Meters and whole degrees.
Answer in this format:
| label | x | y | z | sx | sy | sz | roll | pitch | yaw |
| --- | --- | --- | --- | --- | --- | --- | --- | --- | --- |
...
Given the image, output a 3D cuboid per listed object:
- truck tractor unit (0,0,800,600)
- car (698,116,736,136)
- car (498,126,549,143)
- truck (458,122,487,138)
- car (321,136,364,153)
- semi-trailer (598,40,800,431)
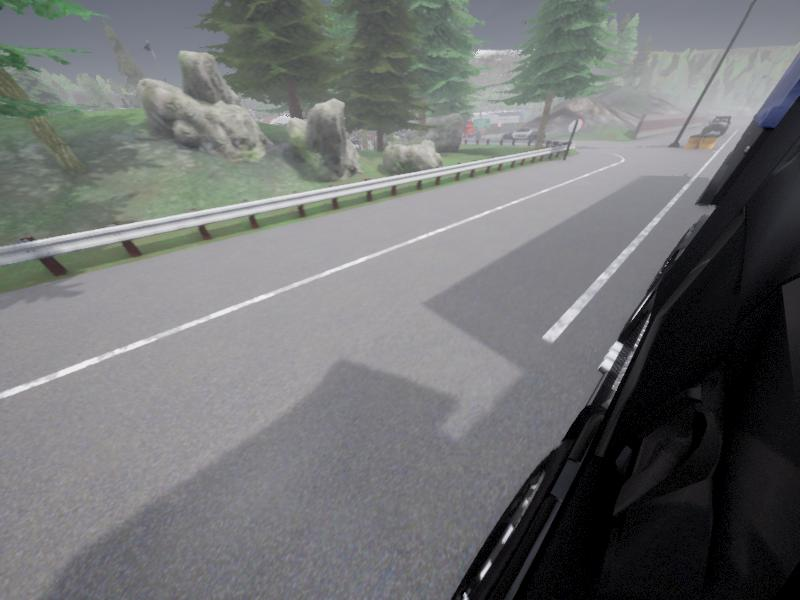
| label | x | y | z | sx | sy | sz | roll | pitch | yaw |
| --- | --- | --- | --- | --- | --- | --- | --- | --- | --- |
| truck tractor unit | 2.645 | -0.295 | 0.351 | 6.516 | 4.208 | 3.053 | -28 | 44 | -30 |
| car | 39.152 | -21.467 | 28.507 | 3.866 | 1.878 | 1.905 | -28 | 44 | -30 |
| car | 15.298 | -20.762 | 28.957 | 2.038 | 1.542 | 4.974 | -28 | 44 | -30 |
| truck | 14.839 | -34.966 | 47.557 | 5.204 | 2.467 | 2.627 | -25 | 42 | -27 |
| car | -7.324 | -20.201 | 29.870 | 5.008 | 1.535 | 1.882 | -28 | 44 | -30 |
| semi-trailer | 8.697 | -3.593 | 4.249 | 14.254 | 4.402 | 2.717 | -28 | 44 | -30 |
